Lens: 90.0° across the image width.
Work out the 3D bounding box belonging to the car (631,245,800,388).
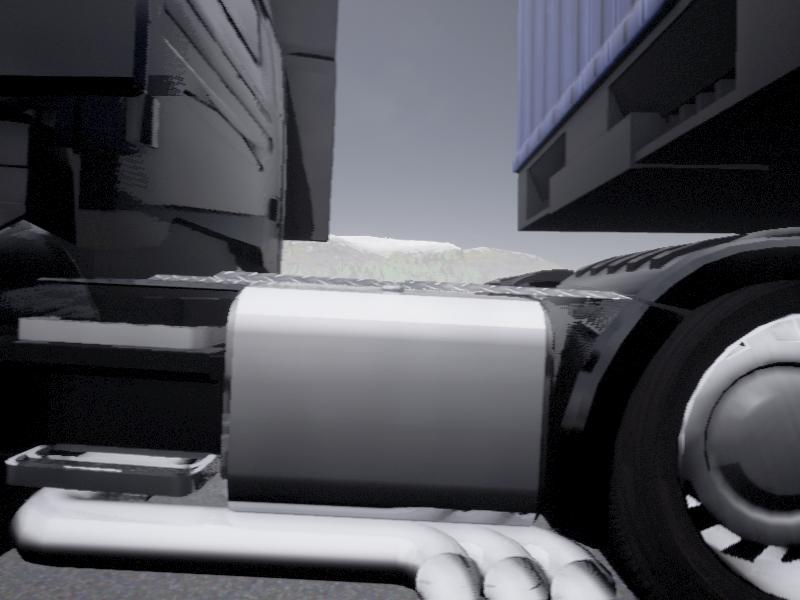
[{"bbox_3d":[6.431,0.208,5.701,5.027,1.651,2.152,0,0,0],"label":"car"}]

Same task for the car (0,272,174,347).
[{"bbox_3d":[-8.014,0.194,9.201,4.514,1.525,2.007,0,0,0],"label":"car"}]

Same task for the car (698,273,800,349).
[{"bbox_3d":[10.220,0.244,9.201,5.366,1.575,1.801,0,0,0],"label":"car"}]

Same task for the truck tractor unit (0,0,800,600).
[{"bbox_3d":[0.102,-1.124,2.197,6.516,4.208,3.053,0,0,0],"label":"truck tractor unit"}]

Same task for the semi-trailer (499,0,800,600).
[{"bbox_3d":[8.020,-1.186,2.204,14.254,4.402,2.717,0,0,0],"label":"semi-trailer"}]
